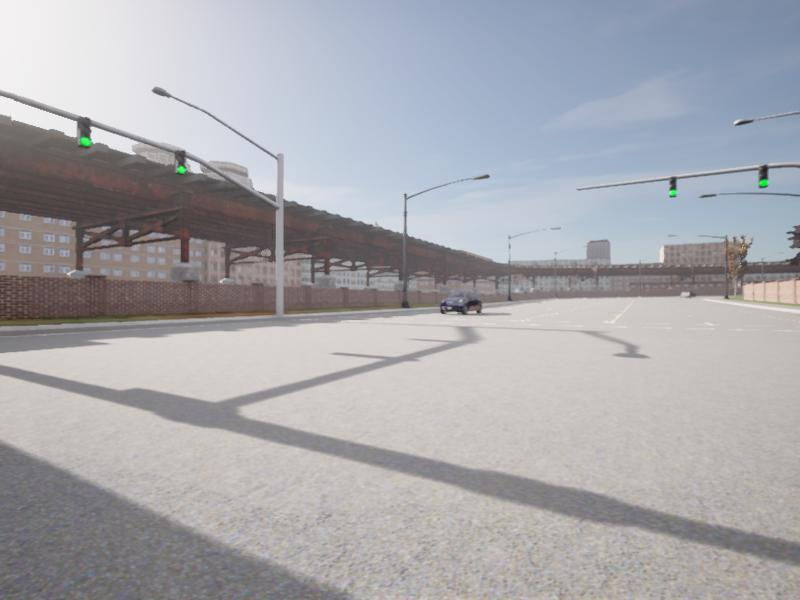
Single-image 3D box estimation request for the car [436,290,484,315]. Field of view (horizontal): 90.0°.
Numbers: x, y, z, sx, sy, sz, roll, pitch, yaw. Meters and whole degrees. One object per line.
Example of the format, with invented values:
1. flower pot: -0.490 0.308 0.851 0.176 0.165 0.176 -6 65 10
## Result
1. car: 3.934 0.154 25.823 1.845 1.501 3.633 0 1 31
